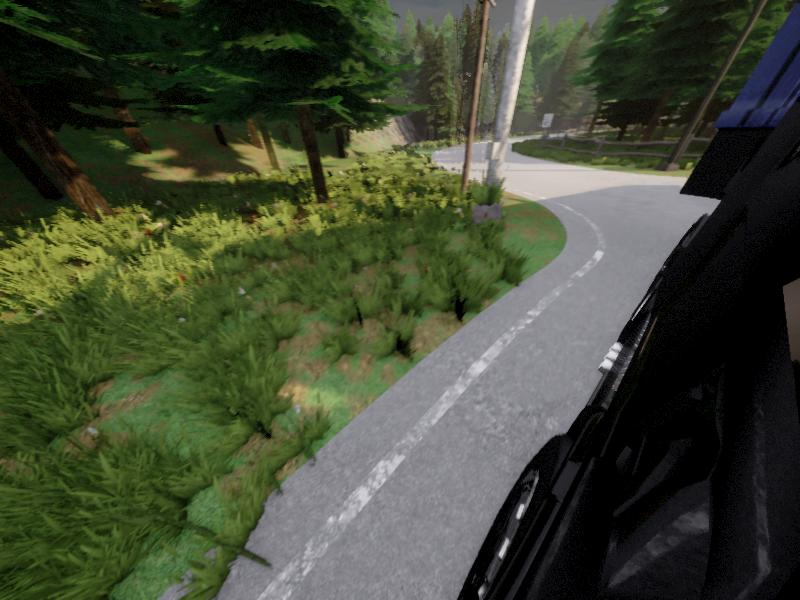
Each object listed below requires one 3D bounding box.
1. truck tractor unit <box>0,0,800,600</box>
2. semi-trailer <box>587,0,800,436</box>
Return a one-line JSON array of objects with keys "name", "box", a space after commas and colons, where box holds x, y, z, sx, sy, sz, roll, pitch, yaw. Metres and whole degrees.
[{"name": "truck tractor unit", "box": [2.645, -0.295, 0.351, 6.516, 4.208, 3.053, -28, 44, -30]}, {"name": "semi-trailer", "box": [9.538, -2.828, 3.172, 14.254, 4.402, 2.717, -17, 39, -19]}]
